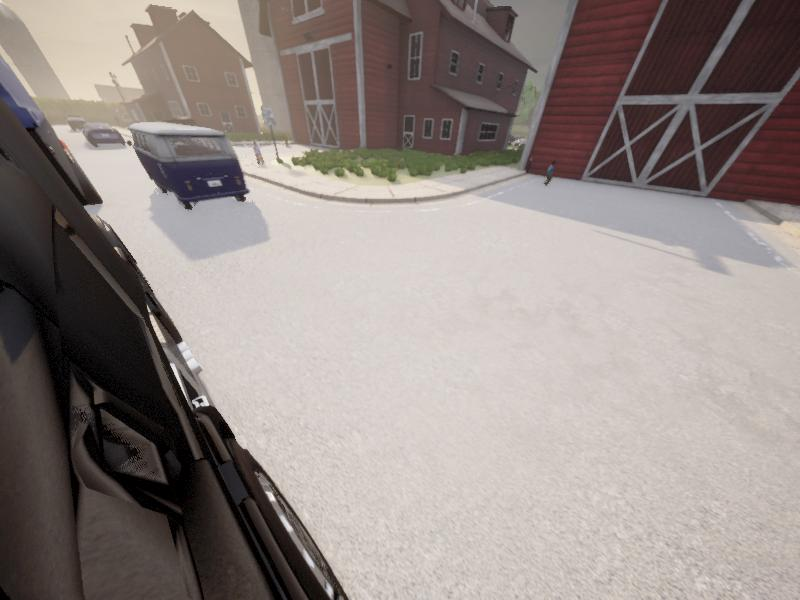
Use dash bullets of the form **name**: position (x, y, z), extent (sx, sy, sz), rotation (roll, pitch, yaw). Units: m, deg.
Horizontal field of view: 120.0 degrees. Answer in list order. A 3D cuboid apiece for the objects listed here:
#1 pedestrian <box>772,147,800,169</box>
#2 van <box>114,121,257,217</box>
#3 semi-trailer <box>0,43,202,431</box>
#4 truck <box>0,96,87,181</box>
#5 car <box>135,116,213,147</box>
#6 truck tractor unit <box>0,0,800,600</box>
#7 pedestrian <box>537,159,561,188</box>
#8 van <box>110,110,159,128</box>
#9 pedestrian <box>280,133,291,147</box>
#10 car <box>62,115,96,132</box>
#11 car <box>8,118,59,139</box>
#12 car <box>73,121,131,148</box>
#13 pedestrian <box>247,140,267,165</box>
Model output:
- **pedestrian**: position (40.490, -14.761, 24.079), extent (0.751, 1.860, 0.751), rotation (21, 41, 23)
- **van**: position (-6.803, -4.352, 7.347), extent (4.442, 1.987, 1.775), rotation (28, 44, 30)
- **semi-trailer**: position (-8.698, -3.612, 4.219), extent (14.254, 4.402, 2.717), rotation (28, 44, 30)
- **truck**: position (-16.115, -6.784, 9.596), extent (5.204, 2.467, 2.627), rotation (27, 44, 30)
- **car**: position (-18.687, -14.092, 19.343), extent (3.866, 1.878, 1.905), rotation (-1, 43, -2)
- **truck tractor unit**: position (-2.645, -0.295, 0.351), extent (6.516, 4.208, 3.053), rotation (28, 44, 30)
- **pedestrian**: position (7.002, -5.976, 10.892), extent (0.500, 1.100, 0.500), rotation (29, 44, 30)
- **van**: position (-54.684, -37.348, 47.703), extent (1.988, 2.561, 5.915), rotation (29, 44, 30)
- **pedestrian**: position (-11.011, -15.444, 22.272), extent (0.500, 1.100, 0.500), rotation (27, 43, 29)
- **car**: position (-43.766, -24.051, 31.436), extent (5.238, 1.638, 1.930), rotation (28, 44, 30)
- **car**: position (-34.399, -16.163, 21.783), extent (4.181, 1.385, 1.994), rotation (28, 44, 30)
- **car**: position (-24.462, -13.621, 18.952), extent (4.792, 1.488, 2.163), rotation (28, 44, 30)
- **pedestrian**: position (-7.933, -8.206, 12.840), extent (0.500, 1.100, 0.500), rotation (30, 44, 31)
